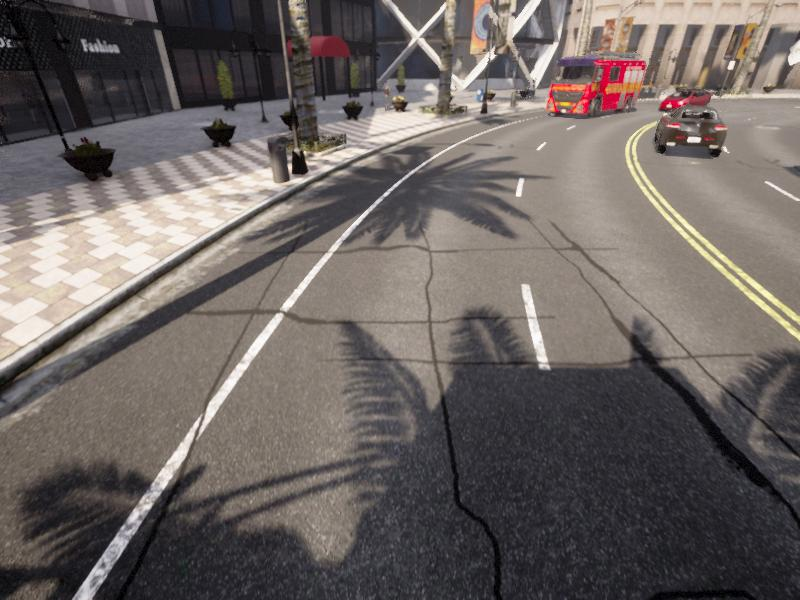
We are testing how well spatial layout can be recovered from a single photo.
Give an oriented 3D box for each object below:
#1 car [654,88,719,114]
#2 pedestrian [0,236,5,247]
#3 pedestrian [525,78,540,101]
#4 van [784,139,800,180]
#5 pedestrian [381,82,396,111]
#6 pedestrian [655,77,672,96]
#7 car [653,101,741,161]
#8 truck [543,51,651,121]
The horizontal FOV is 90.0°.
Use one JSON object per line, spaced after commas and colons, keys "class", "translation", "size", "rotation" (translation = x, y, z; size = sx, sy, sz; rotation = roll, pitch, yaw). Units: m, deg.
{"class": "car", "translation": [21.805, -15.182, 30.456], "size": [4.514, 1.525, 2.007], "rotation": [-18, 35, -27]}
{"class": "pedestrian", "translation": [-7.579, -1.379, 6.924], "size": [0.500, 1.100, 0.500], "rotation": [4, 31, 8]}
{"class": "pedestrian", "translation": [12.450, -19.802, 37.680], "size": [0.751, 1.860, 0.751], "rotation": [-23, 38, -34]}
{"class": "van", "translation": [12.836, -3.888, 10.684], "size": [1.775, 1.987, 4.442], "rotation": [10, 32, 17]}
{"class": "pedestrian", "translation": [-0.863, -15.093, 29.644], "size": [0.751, 1.860, 0.751], "rotation": [-24, 38, -35]}
{"class": "pedestrian", "translation": [28.738, -23.325, 43.704], "size": [0.751, 1.860, 0.751], "rotation": [-10, 32, -17]}
{"class": "car", "translation": [12.178, -7.260, 16.814], "size": [2.152, 1.651, 5.027], "rotation": [15, 33, 24]}
{"class": "truck", "translation": [13.958, -15.191, 28.195], "size": [8.468, 3.827, 2.891], "rotation": [-25, 38, -35]}
